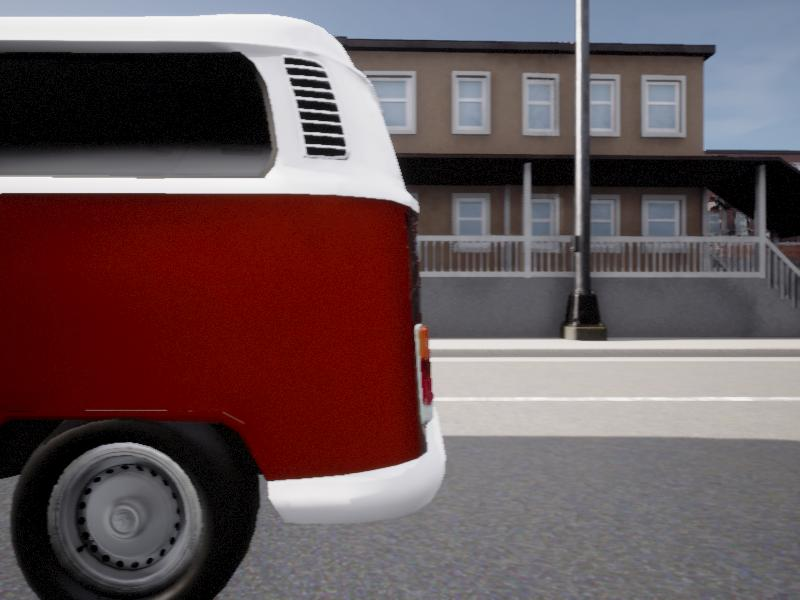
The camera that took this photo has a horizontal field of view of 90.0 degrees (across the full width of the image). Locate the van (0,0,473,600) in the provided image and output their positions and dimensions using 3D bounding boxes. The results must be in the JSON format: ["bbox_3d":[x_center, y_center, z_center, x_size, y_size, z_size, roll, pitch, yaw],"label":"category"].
[{"bbox_3d":[-2.066,-0.024,1.998,4.480,2.038,2.069,0,0,0],"label":"van"}]
